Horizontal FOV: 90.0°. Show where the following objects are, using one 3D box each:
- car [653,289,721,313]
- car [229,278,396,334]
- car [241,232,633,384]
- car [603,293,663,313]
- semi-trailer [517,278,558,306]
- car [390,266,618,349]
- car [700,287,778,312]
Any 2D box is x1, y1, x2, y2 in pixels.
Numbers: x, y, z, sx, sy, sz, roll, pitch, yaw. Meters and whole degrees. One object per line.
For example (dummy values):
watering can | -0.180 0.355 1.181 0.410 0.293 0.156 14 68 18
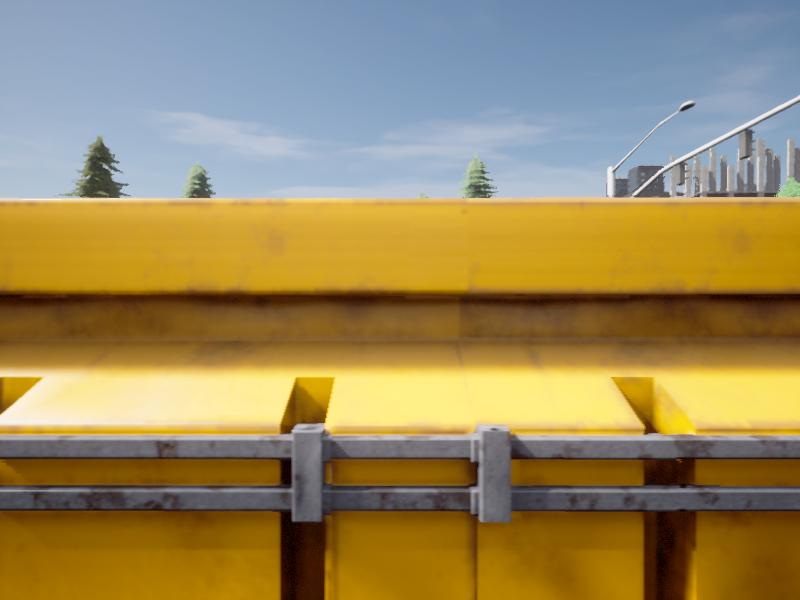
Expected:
car | 21.989 0.083 30.943 2.097 1.767 4.553 0 0 2
car | -2.562 0.180 12.704 4.856 1.649 2.033 0 0 0
car | 0.428 0.094 5.700 4.553 1.767 2.097 0 0 0
car | 18.518 0.226 32.096 2.128 1.511 4.902 0 0 2
semi-trailer | 23.789 -1.228 70.271 2.717 4.402 14.254 0 0 2
car | 2.097 0.155 9.198 4.611 1.667 2.242 0 0 0
car | 29.111 -0.046 34.644 2.150 2.045 5.566 0 0 2
